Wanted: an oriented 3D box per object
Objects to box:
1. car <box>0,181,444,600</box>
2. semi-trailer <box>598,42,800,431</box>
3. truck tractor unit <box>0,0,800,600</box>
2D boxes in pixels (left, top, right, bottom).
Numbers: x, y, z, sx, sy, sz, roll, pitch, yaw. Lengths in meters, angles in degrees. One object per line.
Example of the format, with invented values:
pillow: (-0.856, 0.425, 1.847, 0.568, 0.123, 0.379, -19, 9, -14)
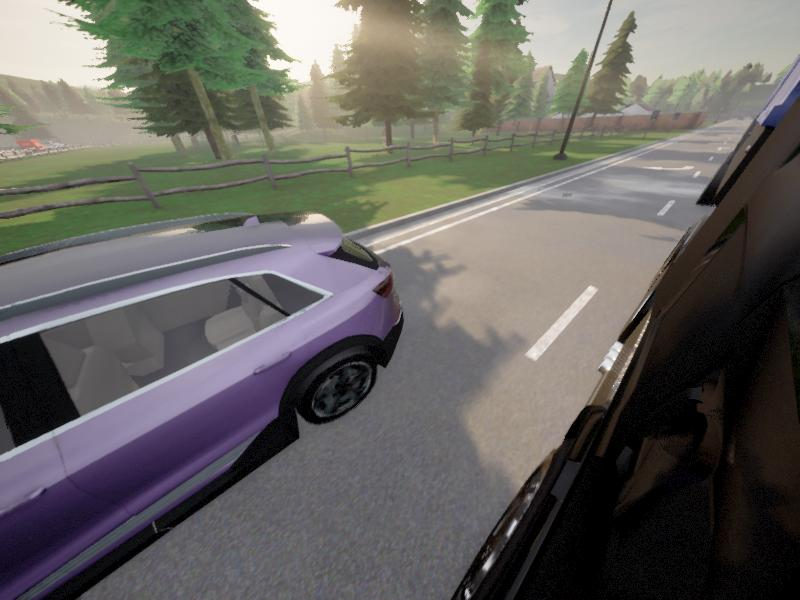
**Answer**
car: (-2.156, 0.563, 1.617, 4.856, 1.649, 2.033, -28, 44, -30)
semi-trailer: (8.706, -3.584, 4.244, 14.254, 4.402, 2.717, -28, 44, -30)
truck tractor unit: (2.645, -0.295, 0.351, 6.516, 4.208, 3.053, -28, 44, -30)
